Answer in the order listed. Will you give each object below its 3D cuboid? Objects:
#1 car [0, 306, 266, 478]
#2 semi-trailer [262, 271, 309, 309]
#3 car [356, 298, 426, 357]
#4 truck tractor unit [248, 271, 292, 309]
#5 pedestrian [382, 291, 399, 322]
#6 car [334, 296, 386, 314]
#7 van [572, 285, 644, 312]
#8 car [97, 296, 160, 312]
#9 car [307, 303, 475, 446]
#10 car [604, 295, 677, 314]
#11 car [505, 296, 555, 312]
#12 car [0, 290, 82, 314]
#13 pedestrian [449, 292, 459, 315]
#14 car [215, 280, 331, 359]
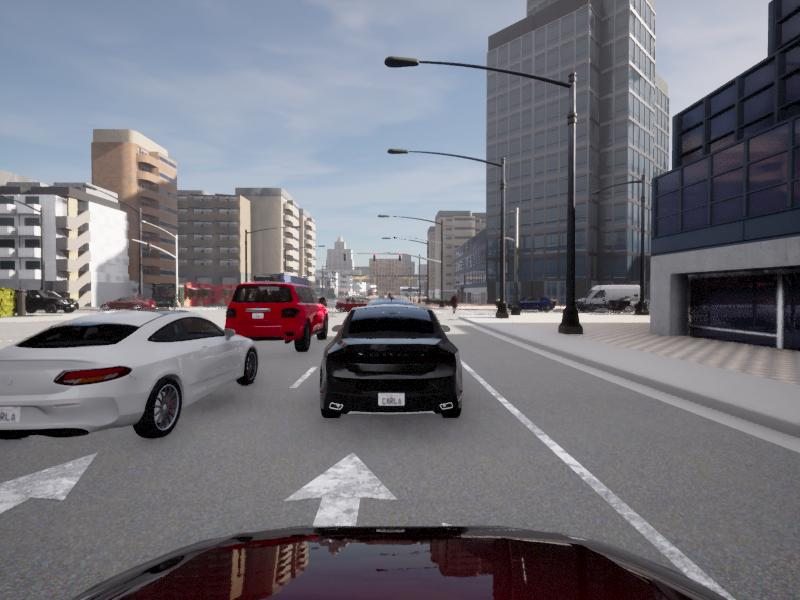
[{"bbox_3d":[-3.631,0.861,5.908,1.812,1.442,4.674,0,0,-1],"label":"car"},{"bbox_3d":[-15.236,-1.252,54.736,2.717,4.402,14.254,0,1,-1],"label":"semi-trailer"},{"bbox_3d":[-0.289,0.737,13.310,1.882,1.535,5.008,0,1,-1],"label":"car"},{"bbox_3d":[-15.056,-1.095,46.826,3.053,4.208,6.516,0,0,-1],"label":"truck tractor unit"},{"bbox_3d":[-0.580,0.398,24.713,0.751,1.860,0.751,-1,1,-33],"label":"pedestrian"},{"bbox_3d":[-3.519,0.438,35.546,4.193,1.474,1.816,0,1,14],"label":"car"},{"bbox_3d":[19.906,-0.155,38.479,5.915,2.561,1.988,0,1,-1],"label":"van"},{"bbox_3d":[-25.555,0.386,37.718,4.674,1.442,1.812,0,1,1],"label":"car"},{"bbox_3d":[-0.149,0.835,6.827,1.837,1.490,4.892,0,0,-1],"label":"car"},{"bbox_3d":[20.992,0.357,35.009,5.238,1.638,1.930,0,1,-1],"label":"car"},{"bbox_3d":[12.427,0.376,38.379,4.193,1.474,1.816,0,1,-1],"label":"car"},{"bbox_3d":[-30.852,0.145,34.241,5.566,2.045,2.150,0,1,-1],"label":"car"},{"bbox_3d":[4.533,0.253,33.277,0.751,1.860,0.751,0,1,14],"label":"pedestrian"},{"bbox_3d":[-3.796,0.479,13.206,2.150,2.045,5.566,0,1,-1],"label":"car"}]
